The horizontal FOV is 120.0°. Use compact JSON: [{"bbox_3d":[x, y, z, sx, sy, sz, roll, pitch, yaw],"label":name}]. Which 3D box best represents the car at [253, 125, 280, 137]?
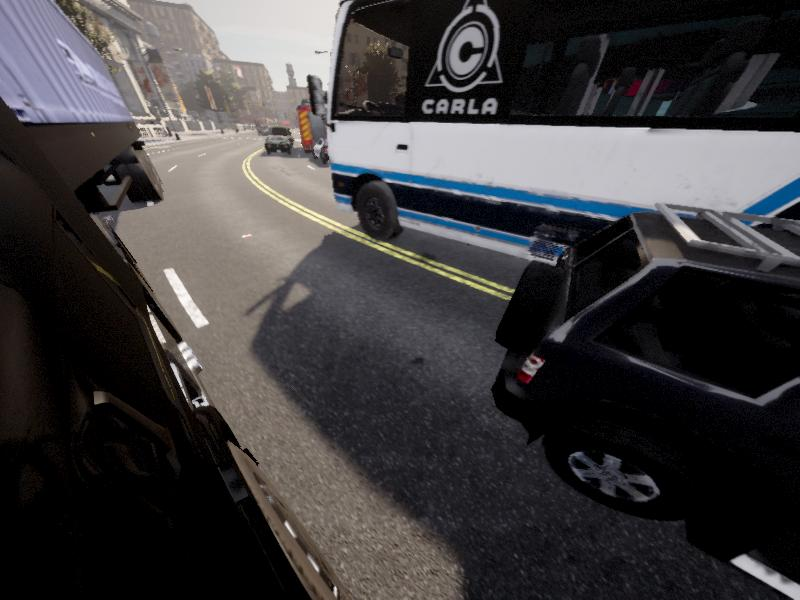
[{"bbox_3d":[-26.175,-33.292,45.485,2.242,1.667,4.611,6,37,5],"label":"car"}]

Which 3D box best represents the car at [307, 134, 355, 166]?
[{"bbox_3d":[-5.187,-11.114,17.002,2.038,1.542,4.974,-16,41,-23],"label":"car"}]

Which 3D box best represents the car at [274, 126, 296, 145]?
[{"bbox_3d":[-14.499,-20.896,29.309,1.905,1.878,3.866,-10,38,-16],"label":"car"}]

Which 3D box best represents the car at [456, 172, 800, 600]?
[{"bbox_3d":[2.999,0.746,1.238,4.605,1.855,1.932,23,42,25],"label":"car"}]

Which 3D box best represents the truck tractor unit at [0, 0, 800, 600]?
[{"bbox_3d":[-2.645,-0.295,0.351,6.516,4.208,3.053,28,44,30],"label":"truck tractor unit"}]

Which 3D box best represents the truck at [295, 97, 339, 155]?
[{"bbox_3d":[-8.310,-16.936,22.717,2.891,3.827,8.468,-10,39,-16],"label":"truck"}]

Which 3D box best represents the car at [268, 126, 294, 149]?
[{"bbox_3d":[-12.671,-17.507,24.860,1.905,1.878,3.866,-10,38,-16],"label":"car"}]

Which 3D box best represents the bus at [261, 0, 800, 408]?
[{"bbox_3d":[3.133,-2.496,3.614,10.273,4.253,3.944,24,42,26],"label":"bus"}]

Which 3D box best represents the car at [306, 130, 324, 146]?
[{"bbox_3d":[-11.214,-21.376,30.395,1.801,1.575,5.366,-9,38,-15],"label":"car"}]

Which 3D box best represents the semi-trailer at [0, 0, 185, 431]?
[{"bbox_3d":[-7.928,-4.018,4.885,2.717,4.402,14.254,-25,45,-31],"label":"semi-trailer"}]

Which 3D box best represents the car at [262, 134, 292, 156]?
[{"bbox_3d":[-10.646,-13.642,20.284,1.895,1.301,4.718,-11,39,-17],"label":"car"}]
